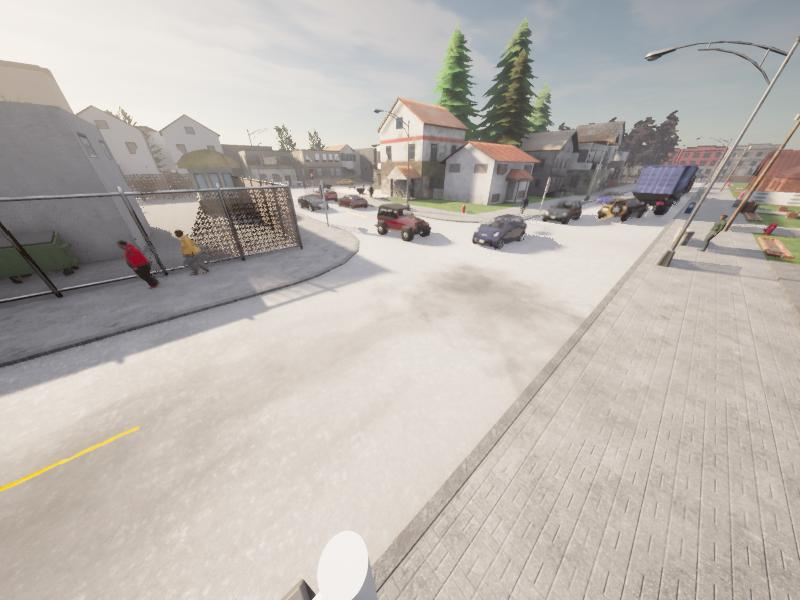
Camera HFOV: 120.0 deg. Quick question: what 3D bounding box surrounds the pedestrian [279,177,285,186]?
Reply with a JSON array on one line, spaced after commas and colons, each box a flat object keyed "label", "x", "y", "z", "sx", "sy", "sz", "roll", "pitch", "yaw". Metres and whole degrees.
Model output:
[{"label": "pedestrian", "x": -26.651, "y": -26.759, "z": 52.236, "sx": 0.751, "sy": 1.860, "sz": 0.751, "roll": -20, "pitch": 35, "yaw": -30}]

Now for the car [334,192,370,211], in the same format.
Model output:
[{"label": "car", "x": -5.423, "y": -11.160, "z": 25.967, "sx": 1.994, "sy": 1.385, "sz": 4.181, "roll": -24, "pitch": 38, "yaw": -35}]

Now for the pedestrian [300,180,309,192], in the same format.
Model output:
[{"label": "pedestrian", "x": -16.870, "y": -20.111, "z": 40.744, "sx": 0.751, "sy": 1.860, "sz": 0.751, "roll": 10, "pitch": 31, "yaw": 16}]

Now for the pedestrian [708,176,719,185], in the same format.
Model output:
[{"label": "pedestrian", "x": 77.307, "y": -29.490, "z": 56.967, "sx": 0.751, "sy": 1.860, "sz": 0.751, "roll": -19, "pitch": 35, "yaw": -30}]

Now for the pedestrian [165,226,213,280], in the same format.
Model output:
[{"label": "pedestrian", "x": -8.210, "y": -1.837, "z": 9.054, "sx": 0.751, "sy": 1.860, "sz": 0.751, "roll": -22, "pitch": 37, "yaw": -33}]

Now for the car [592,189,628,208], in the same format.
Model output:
[{"label": "car", "x": 24.925, "y": -12.070, "z": 27.386, "sx": 4.514, "sy": 1.525, "sz": 2.007, "roll": -23, "pitch": 37, "yaw": -34}]

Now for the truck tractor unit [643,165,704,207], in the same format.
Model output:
[{"label": "truck tractor unit", "x": 33.700, "y": -14.276, "z": 28.508, "sx": 6.516, "sy": 4.208, "sz": 3.053, "roll": -23, "pitch": 37, "yaw": -34}]

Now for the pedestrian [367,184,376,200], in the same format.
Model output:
[{"label": "pedestrian", "x": -3.810, "y": -14.429, "z": 30.880, "sx": 0.751, "sy": 1.860, "sz": 0.751, "roll": -22, "pitch": 37, "yaw": -33}]

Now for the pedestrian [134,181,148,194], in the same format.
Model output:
[{"label": "pedestrian", "x": -41.998, "y": -18.244, "z": 37.488, "sx": 0.751, "sy": 1.860, "sz": 0.751, "roll": -19, "pitch": 35, "yaw": -30}]

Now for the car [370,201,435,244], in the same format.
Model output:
[{"label": "car", "x": 0.080, "y": -5.141, "z": 15.019, "sx": 1.905, "sy": 1.878, "sz": 3.866, "roll": -27, "pitch": 39, "yaw": -38}]

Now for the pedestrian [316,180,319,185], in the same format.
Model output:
[{"label": "pedestrian", "x": -20.281, "y": -28.948, "z": 56.789, "sx": 0.500, "sy": 1.100, "sz": 0.500, "roll": -23, "pitch": 37, "yaw": -34}]

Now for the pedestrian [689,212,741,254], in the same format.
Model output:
[{"label": "pedestrian", "x": 16.017, "y": -3.428, "z": 11.827, "sx": 0.751, "sy": 1.860, "sz": 0.751, "roll": 20, "pitch": 35, "yaw": 30}]

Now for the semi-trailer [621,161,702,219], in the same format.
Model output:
[{"label": "semi-trailer", "x": 27.589, "y": -11.846, "z": 24.103, "sx": 14.254, "sy": 4.402, "sz": 2.717, "roll": -22, "pitch": 37, "yaw": -33}]

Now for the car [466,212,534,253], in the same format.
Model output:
[{"label": "car", "x": 5.878, "y": -4.090, "z": 13.561, "sx": 3.633, "sy": 1.501, "sz": 1.845, "roll": -23, "pitch": 37, "yaw": -34}]

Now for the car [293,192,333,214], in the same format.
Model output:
[{"label": "car", "x": -9.255, "y": -10.369, "z": 24.454, "sx": 2.128, "sy": 1.511, "sz": 4.902, "roll": -23, "pitch": 37, "yaw": -34}]

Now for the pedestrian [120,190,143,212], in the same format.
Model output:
[{"label": "pedestrian", "x": -26.310, "y": -9.689, "z": 22.676, "sx": 0.751, "sy": 1.860, "sz": 0.751, "roll": 21, "pitch": 36, "yaw": 31}]

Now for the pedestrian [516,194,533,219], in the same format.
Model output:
[{"label": "pedestrian", "x": 10.668, "y": -8.063, "z": 19.856, "sx": 0.751, "sy": 1.860, "sz": 0.751, "roll": 11, "pitch": 32, "yaw": 18}]

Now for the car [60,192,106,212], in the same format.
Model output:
[{"label": "car", "x": -33.330, "y": -10.450, "z": 24.440, "sx": 1.816, "sy": 1.474, "sz": 4.193, "roll": -23, "pitch": 37, "yaw": -34}]

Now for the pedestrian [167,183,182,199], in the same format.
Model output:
[{"label": "pedestrian", "x": -31.341, "y": -15.162, "z": 32.152, "sx": 0.751, "sy": 1.860, "sz": 0.751, "roll": -16, "pitch": 33, "yaw": -25}]

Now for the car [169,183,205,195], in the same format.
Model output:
[{"label": "car", "x": -35.769, "y": -18.714, "z": 38.945, "sx": 4.193, "sy": 1.474, "sz": 1.816, "roll": -22, "pitch": 36, "yaw": -32}]

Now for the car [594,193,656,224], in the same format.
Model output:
[{"label": "car", "x": 19.381, "y": -7.976, "z": 19.947, "sx": 4.605, "sy": 1.855, "sz": 1.932, "roll": -16, "pitch": 34, "yaw": -25}]

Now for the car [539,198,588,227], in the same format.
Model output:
[{"label": "car", "x": 13.548, "y": -7.341, "z": 19.114, "sx": 3.988, "sy": 1.617, "sz": 1.851, "roll": -23, "pitch": 37, "yaw": -34}]

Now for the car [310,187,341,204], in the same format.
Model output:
[{"label": "car", "x": -9.926, "y": -13.902, "z": 30.558, "sx": 2.007, "sy": 1.525, "sz": 4.514, "roll": -23, "pitch": 37, "yaw": -34}]

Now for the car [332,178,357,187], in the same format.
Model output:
[{"label": "car", "x": -13.270, "y": -28.298, "z": 55.438, "sx": 5.366, "sy": 1.575, "sz": 1.801, "roll": -23, "pitch": 37, "yaw": -34}]

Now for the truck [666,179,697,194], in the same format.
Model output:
[{"label": "truck", "x": 49.349, "y": -19.950, "z": 40.461, "sx": 6.274, "sy": 2.098, "sz": 2.390, "roll": -23, "pitch": 37, "yaw": -34}]

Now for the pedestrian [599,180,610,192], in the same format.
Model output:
[{"label": "pedestrian", "x": 35.627, "y": -19.839, "z": 40.251, "sx": 0.751, "sy": 1.860, "sz": 0.751, "roll": -23, "pitch": 37, "yaw": -34}]

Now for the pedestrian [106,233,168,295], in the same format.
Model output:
[{"label": "pedestrian", "x": -9.065, "y": -1.243, "z": 8.025, "sx": 0.751, "sy": 1.860, "sz": 0.751, "roll": 26, "pitch": 39, "yaw": 37}]
